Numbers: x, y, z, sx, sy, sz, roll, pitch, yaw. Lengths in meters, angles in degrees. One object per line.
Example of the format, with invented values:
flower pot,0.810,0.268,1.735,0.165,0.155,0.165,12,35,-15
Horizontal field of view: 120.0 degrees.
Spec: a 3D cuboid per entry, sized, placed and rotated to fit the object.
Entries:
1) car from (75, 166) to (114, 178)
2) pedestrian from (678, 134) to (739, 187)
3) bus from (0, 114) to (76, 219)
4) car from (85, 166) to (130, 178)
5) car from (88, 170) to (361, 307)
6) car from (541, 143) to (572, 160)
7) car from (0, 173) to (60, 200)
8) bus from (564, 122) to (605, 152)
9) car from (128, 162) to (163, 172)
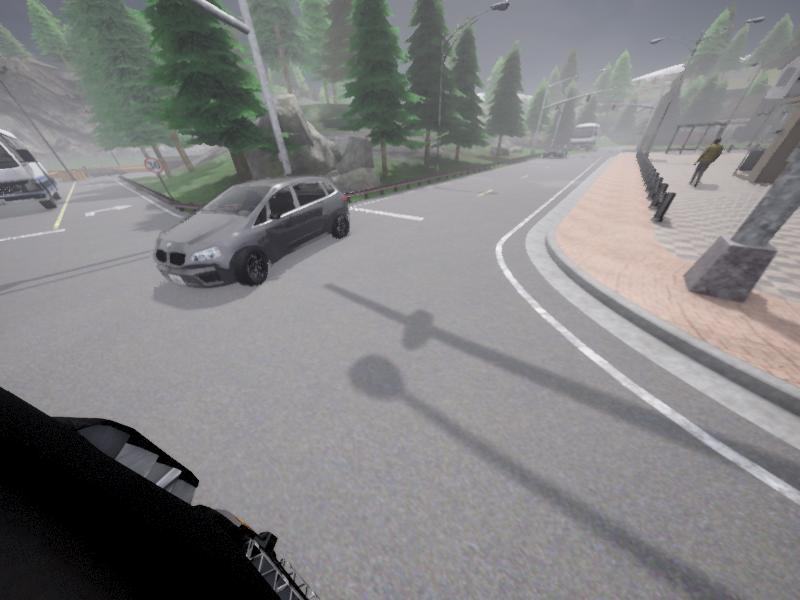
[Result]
car,-50.684,-21.341,38.405,1.845,1.501,3.633,23,41,33
pedestrian,13.047,-5.926,9.865,0.751,1.860,0.751,22,41,32
bus,-23.646,-7.699,13.410,10.273,4.253,3.944,24,42,34
car,-47.185,-20.699,37.327,1.994,1.385,4.181,23,41,33
car,-3.218,-1.993,5.658,2.242,1.667,4.611,11,36,20
car,20.574,-19.610,30.384,2.242,1.667,4.611,23,41,33
car,-30.550,-9.507,19.114,4.902,1.511,2.128,24,42,34
bus,35.637,-31.236,44.401,3.944,4.253,10.273,23,41,33
car,-56.328,-29.545,51.175,1.837,1.490,4.892,23,41,33
